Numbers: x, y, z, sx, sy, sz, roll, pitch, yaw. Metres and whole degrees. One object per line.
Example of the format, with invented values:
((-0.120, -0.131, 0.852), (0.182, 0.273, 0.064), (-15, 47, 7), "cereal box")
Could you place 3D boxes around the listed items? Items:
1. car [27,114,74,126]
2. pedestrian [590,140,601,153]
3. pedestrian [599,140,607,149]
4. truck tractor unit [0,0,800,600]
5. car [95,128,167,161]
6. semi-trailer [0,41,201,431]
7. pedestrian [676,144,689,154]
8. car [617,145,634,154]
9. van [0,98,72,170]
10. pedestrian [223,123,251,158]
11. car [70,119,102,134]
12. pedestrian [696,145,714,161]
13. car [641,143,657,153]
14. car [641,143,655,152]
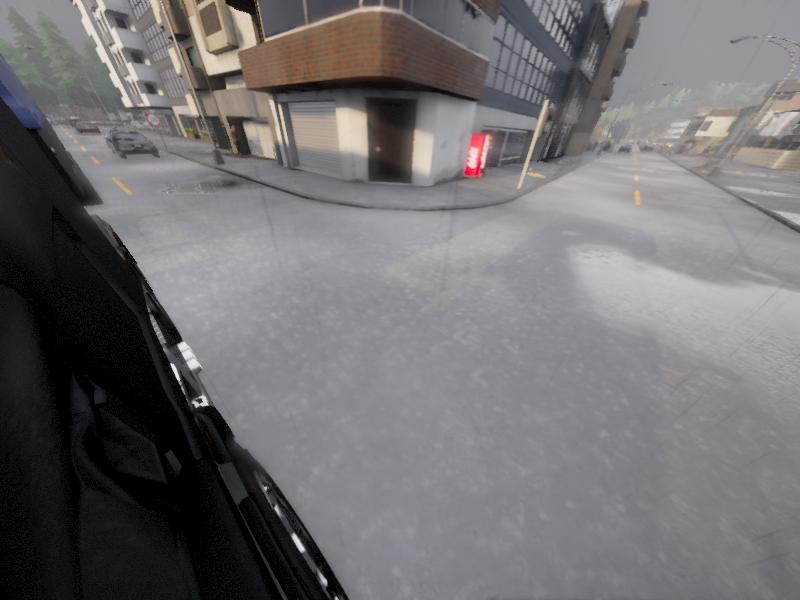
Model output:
((-64.753, -33.441, 42.965), (2.152, 1.651, 5.027), (-9, 38, -15), "car")
((33.798, -26.594, 39.955), (0.751, 1.860, 0.751), (26, 42, 28), "pedestrian")
((50.709, -38.939, 57.701), (0.751, 1.860, 0.751), (24, 41, 26), "pedestrian")
((-2.645, -0.295, 0.352), (6.516, 4.208, 3.053), (28, 44, 30), "truck tractor unit")
((-17.605, -10.223, 15.082), (5.357, 1.411, 2.033), (28, 43, 30), "car")
((-8.698, -3.602, 4.234), (14.254, 4.402, 2.717), (28, 43, 30), "semi-trailer")
((60.078, -32.143, 49.186), (0.751, 1.860, 0.751), (21, 40, 23), "pedestrian")
((44.055, -29.409, 45.112), (1.895, 1.301, 4.718), (28, 43, 30), "car")
((-19.221, -8.438, 11.612), (5.915, 2.561, 1.988), (28, 43, 30), "van")
((-11.105, -10.864, 15.775), (0.751, 1.860, 0.751), (21, 40, 22), "pedestrian")
((-42.773, -23.637, 31.460), (4.181, 1.385, 1.994), (28, 43, 30), "car")
((45.545, -21.954, 34.502), (0.751, 1.860, 0.751), (27, 43, 29), "pedestrian")
((59.922, -36.613, 55.590), (1.930, 1.638, 5.238), (28, 43, 30), "car")
((64.574, -39.753, 60.177), (1.801, 1.575, 5.366), (28, 43, 30), "car")
